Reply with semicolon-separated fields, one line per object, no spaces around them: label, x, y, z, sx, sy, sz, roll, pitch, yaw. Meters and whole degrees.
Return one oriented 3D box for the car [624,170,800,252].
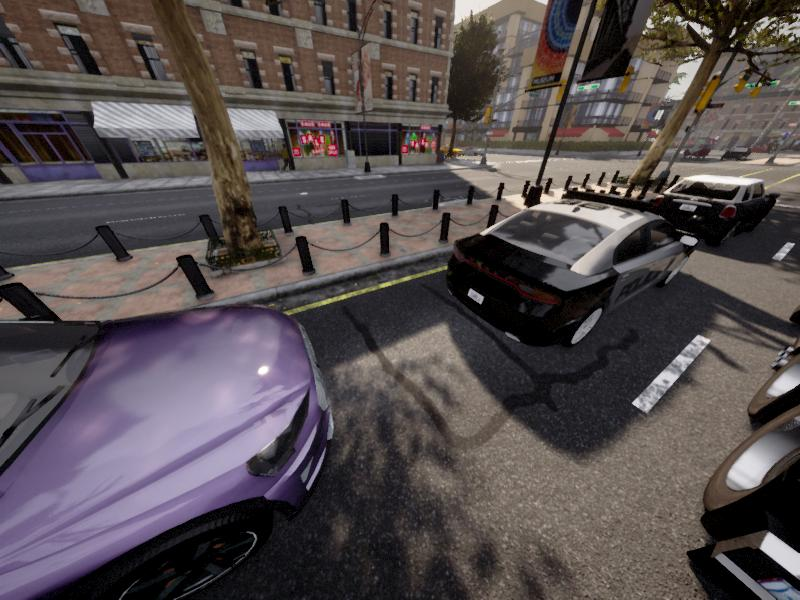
car;9.133;-2.809;6.790;3.806;1.475;1.970;-16;38;-22

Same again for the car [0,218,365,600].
car;-2.881;1.054;1.034;4.856;1.649;2.033;-18;39;-24

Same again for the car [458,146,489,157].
car;12.259;-25.010;38.813;1.895;1.301;4.718;-18;39;-25

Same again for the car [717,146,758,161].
car;47.917;-20.846;32.785;5.238;1.638;1.930;-18;39;-24

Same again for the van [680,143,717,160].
van;44.107;-22.053;34.189;4.442;1.987;1.775;-18;39;-24

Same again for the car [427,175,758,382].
car;3.223;-0.947;3.935;5.238;1.638;1.930;-18;39;-24

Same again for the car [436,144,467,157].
car;8.380;-24.969;38.479;1.801;1.575;5.366;-18;39;-25

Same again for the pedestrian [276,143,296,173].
pedestrian;-8.402;-10.499;17.054;0.751;1.860;0.751;-17;39;-23

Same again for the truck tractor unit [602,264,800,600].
truck tractor unit;5.116;-0.292;0.796;6.516;4.208;3.053;-18;39;-24
